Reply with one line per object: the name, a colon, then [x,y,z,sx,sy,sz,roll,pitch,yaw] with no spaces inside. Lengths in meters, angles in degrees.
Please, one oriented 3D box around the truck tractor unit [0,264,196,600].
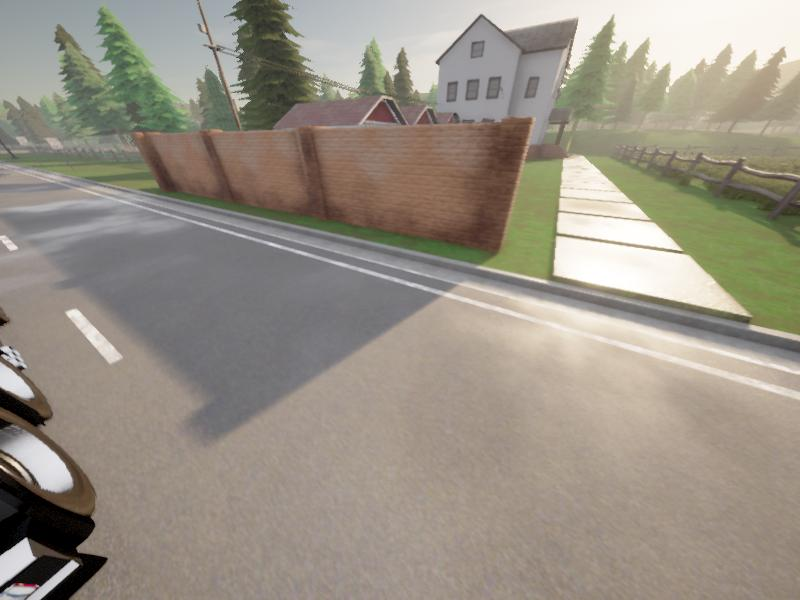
truck tractor unit: [-5.110,-0.302,0.784,6.516,4.208,3.053,18,39,24]
